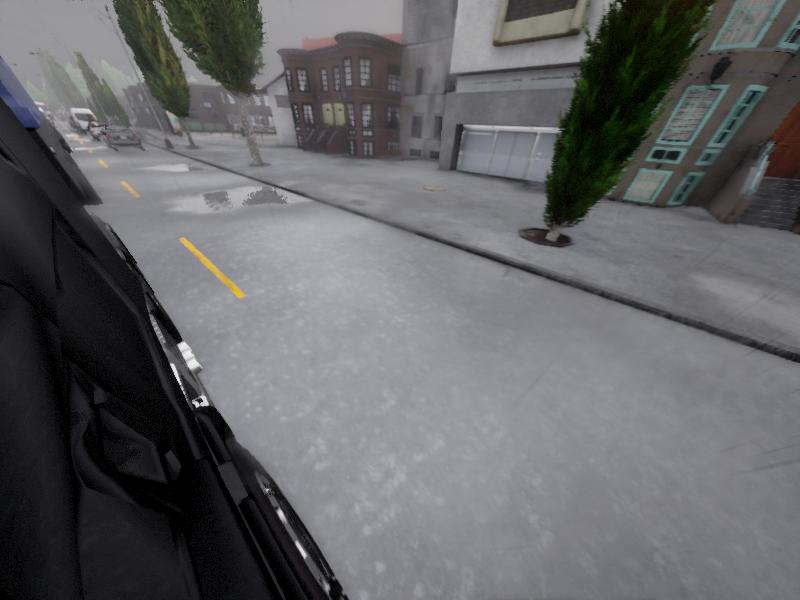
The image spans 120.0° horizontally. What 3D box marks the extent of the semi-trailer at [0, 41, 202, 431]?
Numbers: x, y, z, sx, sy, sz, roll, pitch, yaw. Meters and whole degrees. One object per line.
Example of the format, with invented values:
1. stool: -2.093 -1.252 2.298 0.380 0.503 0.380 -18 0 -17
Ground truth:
1. semi-trailer: -8.707 -3.595 4.224 14.254 4.402 2.717 28 44 30

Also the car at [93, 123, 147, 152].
1. car: -21.286 -12.370 17.577 3.705 1.549 1.789 28 44 30

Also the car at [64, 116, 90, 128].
1. car: -62.080 -34.283 44.367 4.611 1.667 2.242 28 44 30

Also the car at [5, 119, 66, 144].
1. car: -30.800 -14.341 19.656 4.902 1.511 2.128 28 44 30

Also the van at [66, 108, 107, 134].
1. van: -41.547 -23.663 30.596 5.915 2.561 1.988 28 44 31

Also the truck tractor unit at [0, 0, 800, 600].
1. truck tractor unit: -2.645 -0.295 0.351 6.516 4.208 3.053 28 44 30

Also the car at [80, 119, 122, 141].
1. car: -30.707 -17.457 23.753 3.988 1.617 1.851 28 44 30

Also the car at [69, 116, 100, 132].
1. car: -47.529 -26.495 34.780 4.856 1.649 2.033 28 44 30

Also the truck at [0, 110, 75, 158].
1. truck: -23.465 -10.641 14.670 6.274 2.098 2.390 28 44 30

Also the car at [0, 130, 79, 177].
1. car: -16.821 -6.770 10.512 4.181 1.385 1.994 28 44 30
